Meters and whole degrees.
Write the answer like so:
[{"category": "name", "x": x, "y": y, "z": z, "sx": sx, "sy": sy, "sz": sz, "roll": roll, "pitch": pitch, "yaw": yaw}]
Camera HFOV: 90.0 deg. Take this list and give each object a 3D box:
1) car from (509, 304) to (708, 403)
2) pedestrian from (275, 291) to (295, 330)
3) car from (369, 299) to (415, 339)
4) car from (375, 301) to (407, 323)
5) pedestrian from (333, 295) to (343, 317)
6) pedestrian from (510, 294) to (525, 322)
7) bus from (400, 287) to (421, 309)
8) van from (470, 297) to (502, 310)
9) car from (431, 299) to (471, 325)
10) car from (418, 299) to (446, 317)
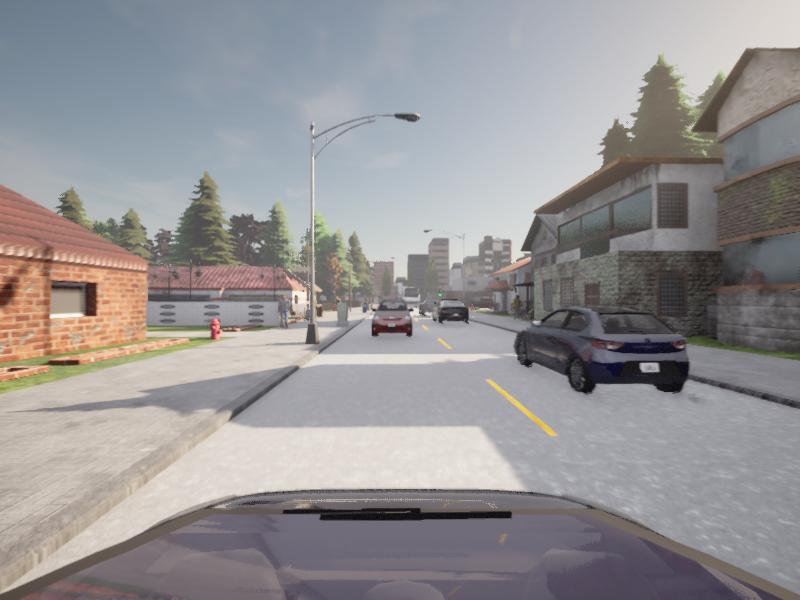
[{"category": "car", "x": 3.797, "y": 0.848, "z": 8.271, "sx": 1.816, "sy": 1.474, "sz": 4.193, "roll": 0, "pitch": 0, "yaw": -2}, {"category": "pedestrian", "x": -5.696, "y": 0.516, "z": 19.818, "sx": 0.751, "sy": 1.860, "sz": 0.751, "roll": 0, "pitch": 0, "yaw": -1}, {"category": "car", "x": -0.313, "y": 0.774, "z": 18.209, "sx": 1.851, "sy": 1.617, "sz": 3.988, "roll": 0, "pitch": 0, "yaw": 1}, {"category": "car", "x": -0.583, "y": 0.827, "z": 29.452, "sx": 2.163, "sy": 1.488, "sz": 4.792, "roll": 0, "pitch": 0, "yaw": 0}, {"category": "pedestrian", "x": -5.344, "y": 0.505, "z": 34.286, "sx": 0.751, "sy": 1.860, "sz": 0.751, "roll": 0, "pitch": 0, "yaw": -14}, {"category": "pedestrian", "x": 7.958, "y": 0.512, "z": 27.099, "sx": 0.751, "sy": 1.860, "sz": 0.751, "roll": 0, "pitch": 0, "yaw": -13}, {"category": "bus", "x": 2.008, "y": -0.391, "z": 83.127, "sx": 3.944, "sy": 4.253, "sz": 10.273, "roll": 0, "pitch": 0, "yaw": -1}, {"category": "van", "x": 13.263, "y": 0.552, "z": 61.796, "sx": 4.442, "sy": 1.987, "sz": 1.775, "roll": 0, "pitch": 0, "yaw": -2}, {"category": "car", "x": 3.369, "y": 0.749, "z": 27.472, "sx": 1.930, "sy": 1.638, "sz": 5.238, "roll": 0, "pitch": 0, "yaw": -2}, {"category": "car", "x": 3.106, "y": 0.749, "z": 39.744, "sx": 2.152, "sy": 1.651, "sz": 5.027, "roll": 0, "pitch": 0, "yaw": -2}]
